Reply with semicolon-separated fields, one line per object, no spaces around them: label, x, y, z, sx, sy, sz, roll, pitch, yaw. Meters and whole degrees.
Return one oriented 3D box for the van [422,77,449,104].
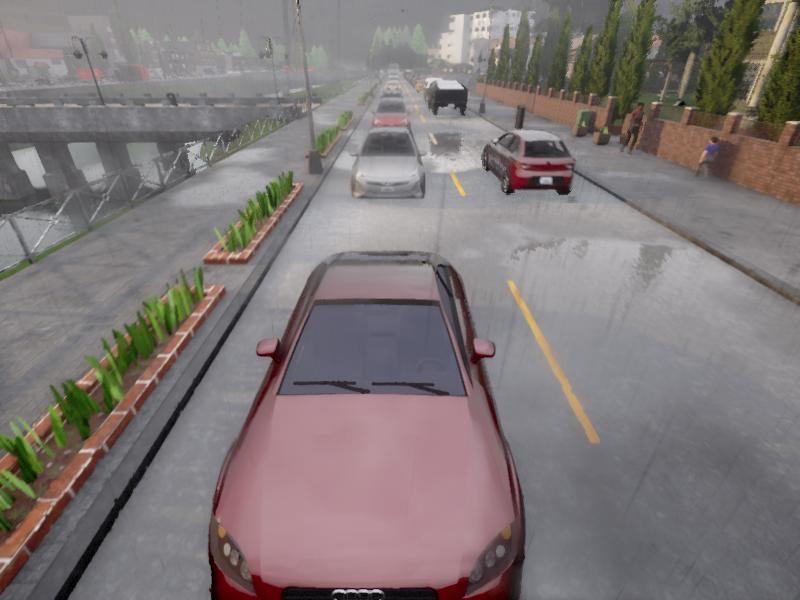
van;3.305;-20.101;38.322;2.069;2.038;4.480;0;31;-1

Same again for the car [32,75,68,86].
car;-62.850;-39.529;71.920;2.038;1.542;4.974;0;30;-1

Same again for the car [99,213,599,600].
car;-0.194;0.521;3.747;1.994;1.385;4.181;0;30;0

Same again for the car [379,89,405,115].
car;-0.600;-14.905;29.994;1.816;1.474;4.193;0;30;-1

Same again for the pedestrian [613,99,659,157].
pedestrian;8.590;-6.289;14.641;0.751;1.860;0.751;0;30;-1

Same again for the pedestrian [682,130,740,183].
pedestrian;8.915;-4.142;11.528;0.751;1.300;0.751;6;31;10

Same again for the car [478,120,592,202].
car;3.666;-4.240;11.777;1.816;1.474;4.193;0;30;-1

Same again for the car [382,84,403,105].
car;-0.666;-18.742;36.492;1.845;1.501;3.633;0;30;-1

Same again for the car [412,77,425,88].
car;2.953;-35.117;64.519;1.970;1.475;3.806;0;30;-1

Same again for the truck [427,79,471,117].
truck;3.425;-15.008;29.553;2.390;2.098;6.274;0;30;-1

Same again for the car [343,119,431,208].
car;-0.312;-4.062;11.420;2.007;1.525;4.514;0;30;0

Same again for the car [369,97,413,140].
car;-0.433;-9.440;20.606;2.007;1.525;4.514;0;30;0

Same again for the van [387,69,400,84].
van;-1.241;-43.799;78.399;2.351;2.431;6.366;0;30;-1

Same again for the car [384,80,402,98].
car;-0.792;-24.173;45.764;1.882;1.535;5.008;0;30;-1

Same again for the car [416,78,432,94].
car;3.114;-28.163;52.536;1.801;1.575;5.366;0;30;-1

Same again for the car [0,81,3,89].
car;-62.678;-32.284;59.592;1.801;1.575;5.366;0;30;-1
